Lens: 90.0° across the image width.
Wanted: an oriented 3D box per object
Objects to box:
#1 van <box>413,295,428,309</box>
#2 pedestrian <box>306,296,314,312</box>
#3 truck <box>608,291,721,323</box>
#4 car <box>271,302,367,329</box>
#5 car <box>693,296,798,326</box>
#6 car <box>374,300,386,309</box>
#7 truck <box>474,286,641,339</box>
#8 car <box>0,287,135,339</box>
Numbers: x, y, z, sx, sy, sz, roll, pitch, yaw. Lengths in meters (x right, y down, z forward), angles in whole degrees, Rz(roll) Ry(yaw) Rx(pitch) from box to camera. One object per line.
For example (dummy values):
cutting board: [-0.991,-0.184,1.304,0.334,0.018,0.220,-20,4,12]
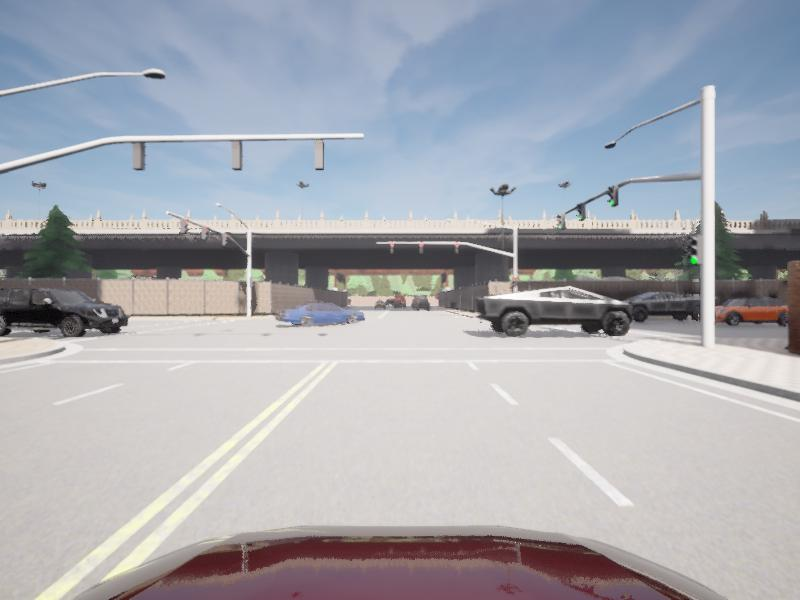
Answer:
van: [3.461,0.343,69.463,2.351,2.431,6.366,0,0,0]
pedestrian: [-10.831,0.464,48.275,0.751,1.860,0.751,0,0,1]
truck: [18.187,0.475,27.766,6.274,2.098,2.390,0,0,0]
car: [-4.803,0.857,24.298,5.357,1.411,2.033,0,0,-37]
car: [20.824,0.629,24.262,4.553,1.767,2.097,0,0,0]
car: [-3.541,0.790,70.567,1.801,1.575,5.366,0,0,0]
truck: [6.562,0.499,17.284,6.274,2.098,2.390,0,0,0]
car: [-14.698,0.510,17.028,5.566,2.045,2.150,0,0,5]
